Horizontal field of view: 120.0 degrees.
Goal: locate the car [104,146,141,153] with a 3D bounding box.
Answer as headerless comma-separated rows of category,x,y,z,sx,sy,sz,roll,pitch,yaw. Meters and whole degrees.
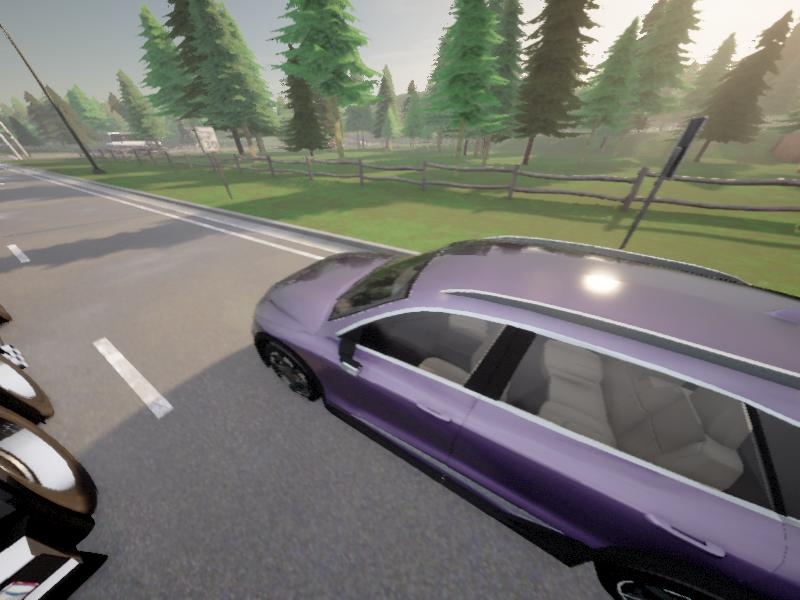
car,-68.217,-37.151,56.932,2.033,1.411,5.357,18,39,24

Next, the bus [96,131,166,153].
bus,-69.375,-41.086,60.100,3.944,4.253,10.273,18,39,24

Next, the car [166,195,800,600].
car,0.685,0.343,2.086,4.856,1.649,2.033,18,39,25

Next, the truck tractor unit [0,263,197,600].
truck tractor unit,-5.118,-0.293,0.782,6.516,4.208,3.053,18,39,24
